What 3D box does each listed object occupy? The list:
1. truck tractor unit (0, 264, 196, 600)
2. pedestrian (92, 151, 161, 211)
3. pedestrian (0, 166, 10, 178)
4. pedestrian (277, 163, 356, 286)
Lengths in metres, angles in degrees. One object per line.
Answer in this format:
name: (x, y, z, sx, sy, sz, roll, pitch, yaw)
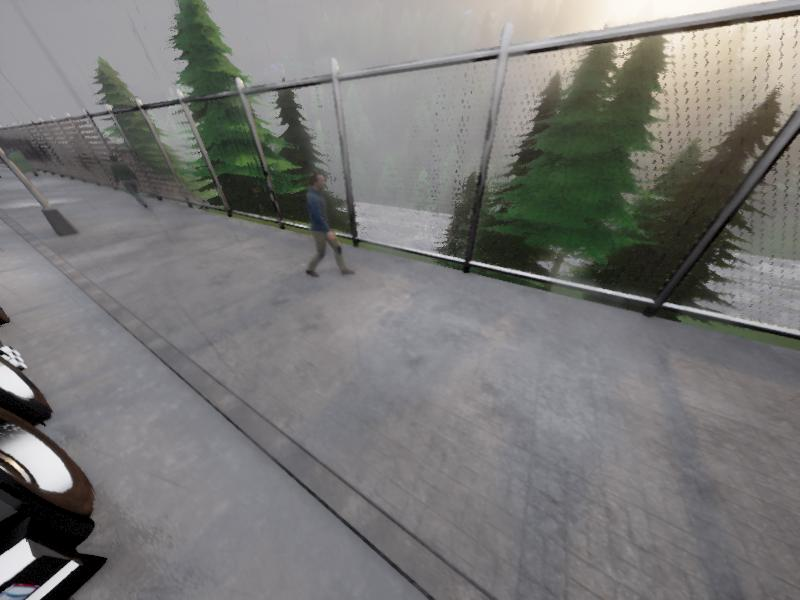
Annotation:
truck tractor unit: (-5.111, -0.300, 0.785, 6.516, 4.208, 3.053, 18, 39, 24)
pedestrian: (-10.085, -4.405, 8.587, 0.751, 1.860, 0.751, 18, 39, 24)
pedestrian: (-29.441, -9.760, 16.474, 0.751, 1.860, 0.751, 18, 39, 24)
pedestrian: (-1.285, -1.238, 3.950, 0.751, 1.860, 0.751, 0, 35, 0)
